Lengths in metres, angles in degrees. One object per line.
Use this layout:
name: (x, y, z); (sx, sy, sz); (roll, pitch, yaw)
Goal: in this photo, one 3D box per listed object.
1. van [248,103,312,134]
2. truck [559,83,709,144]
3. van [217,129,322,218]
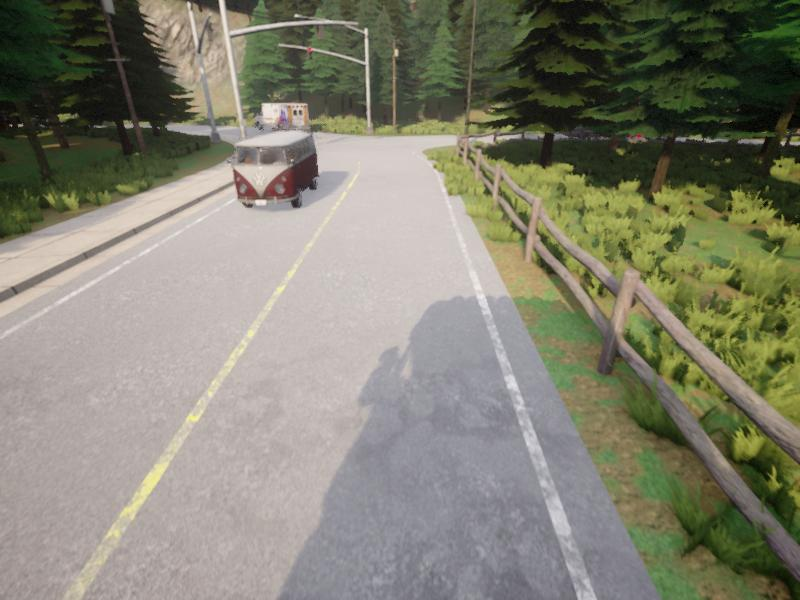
van: (-11.324, -17.172, 37.703); (6.366, 2.431, 2.351); (22, 34, 36)
truck: (16.860, -13.806, 29.645); (8.468, 3.827, 2.891); (4, 27, 7)
van: (-3.836, -4.197, 12.742); (1.775, 1.987, 4.442); (0, 27, 0)
